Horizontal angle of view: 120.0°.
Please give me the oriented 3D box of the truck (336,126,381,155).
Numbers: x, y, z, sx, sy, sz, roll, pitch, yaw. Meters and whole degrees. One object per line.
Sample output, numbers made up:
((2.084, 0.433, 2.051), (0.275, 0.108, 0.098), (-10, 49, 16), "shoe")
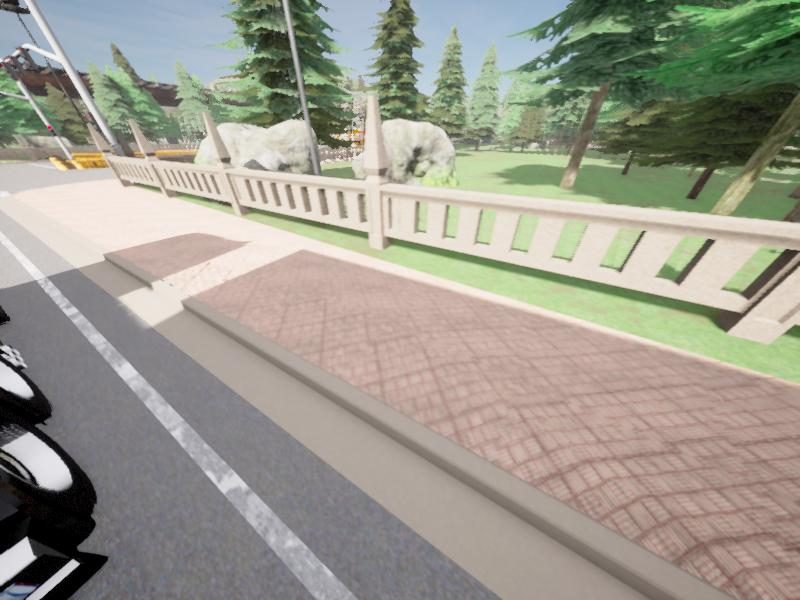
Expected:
((-7.192, -28.852, 41.599), (2.891, 3.827, 8.468), (18, 42, 24), "truck")

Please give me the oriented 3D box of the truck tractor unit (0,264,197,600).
((-5.110, -0.302, 0.781), (6.516, 4.208, 3.053), (18, 39, 24), "truck tractor unit")
